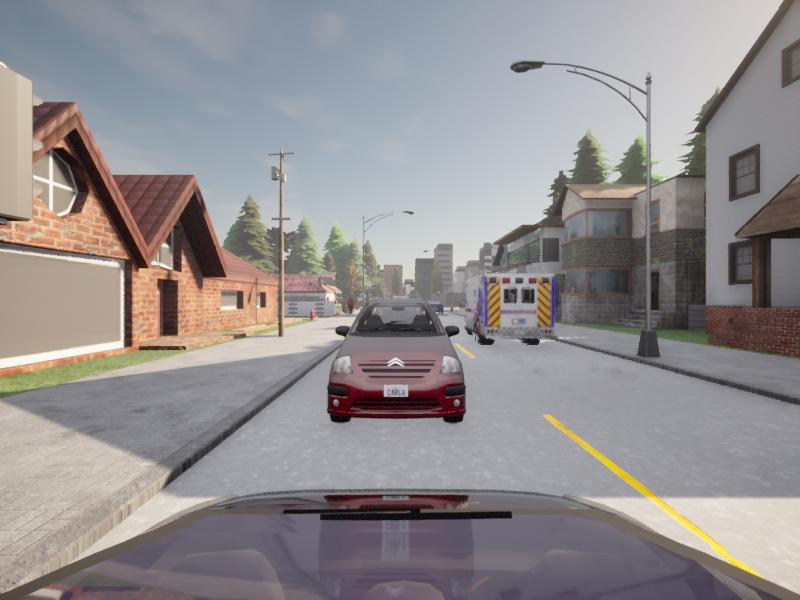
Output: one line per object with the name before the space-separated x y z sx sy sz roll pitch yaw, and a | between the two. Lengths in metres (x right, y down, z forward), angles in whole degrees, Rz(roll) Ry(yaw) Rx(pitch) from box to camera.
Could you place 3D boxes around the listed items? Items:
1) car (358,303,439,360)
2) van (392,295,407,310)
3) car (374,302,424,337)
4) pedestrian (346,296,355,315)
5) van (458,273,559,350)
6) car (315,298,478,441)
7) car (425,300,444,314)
car | -0.035 0.851 13.090 2.163 1.488 4.792 0 0 0
van | -0.019 0.374 66.148 2.351 2.431 6.366 0 0 0
car | -0.034 0.851 19.556 2.163 1.488 4.792 0 0 0
pedestrian | -4.766 0.533 38.893 0.751 1.860 0.751 0 0 2
van | 3.908 0.378 15.835 2.351 2.431 6.366 0 0 1
car | -0.037 0.788 6.527 1.851 1.617 3.988 0 0 0
car | 3.974 0.823 46.962 1.882 1.535 5.008 0 0 0
